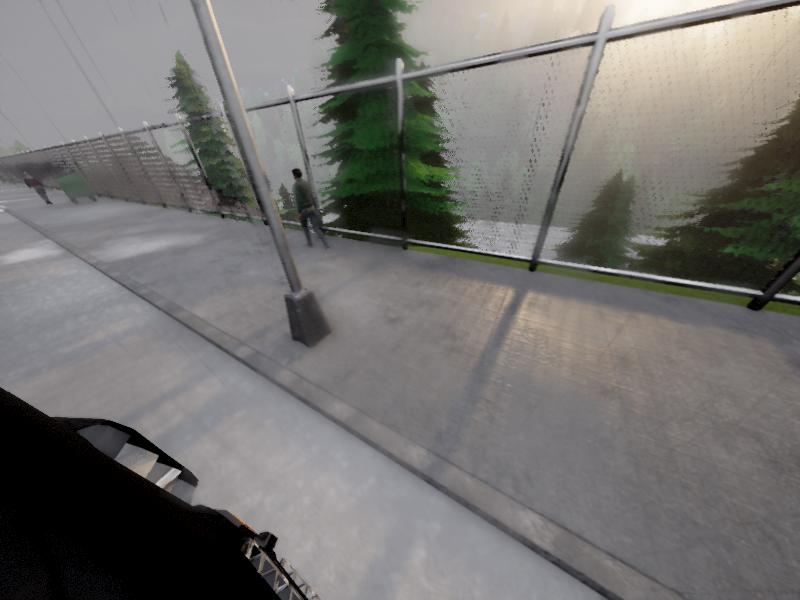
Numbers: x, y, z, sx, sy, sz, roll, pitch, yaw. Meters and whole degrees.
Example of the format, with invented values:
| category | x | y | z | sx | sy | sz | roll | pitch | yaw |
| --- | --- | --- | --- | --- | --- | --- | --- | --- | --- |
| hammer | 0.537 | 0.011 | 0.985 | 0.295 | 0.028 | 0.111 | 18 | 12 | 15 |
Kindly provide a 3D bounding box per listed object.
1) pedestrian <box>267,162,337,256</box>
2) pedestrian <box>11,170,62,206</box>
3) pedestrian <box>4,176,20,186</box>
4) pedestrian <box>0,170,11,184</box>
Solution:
| category | x | y | z | sx | sy | sz | roll | pitch | yaw |
| --- | --- | --- | --- | --- | --- | --- | --- | --- | --- |
| pedestrian | -2.203 | -2.109 | 5.400 | 0.751 | 1.860 | 0.751 | 18 | 39 | 28 |
| pedestrian | -21.820 | -6.747 | 13.896 | 0.751 | 1.860 | 0.751 | 16 | 38 | 26 |
| pedestrian | -49.815 | -15.323 | 29.661 | 0.500 | 1.100 | 0.500 | 18 | 39 | 28 |
| pedestrian | -59.345 | -18.364 | 34.288 | 0.751 | 1.860 | 0.751 | 16 | 38 | 26 |
